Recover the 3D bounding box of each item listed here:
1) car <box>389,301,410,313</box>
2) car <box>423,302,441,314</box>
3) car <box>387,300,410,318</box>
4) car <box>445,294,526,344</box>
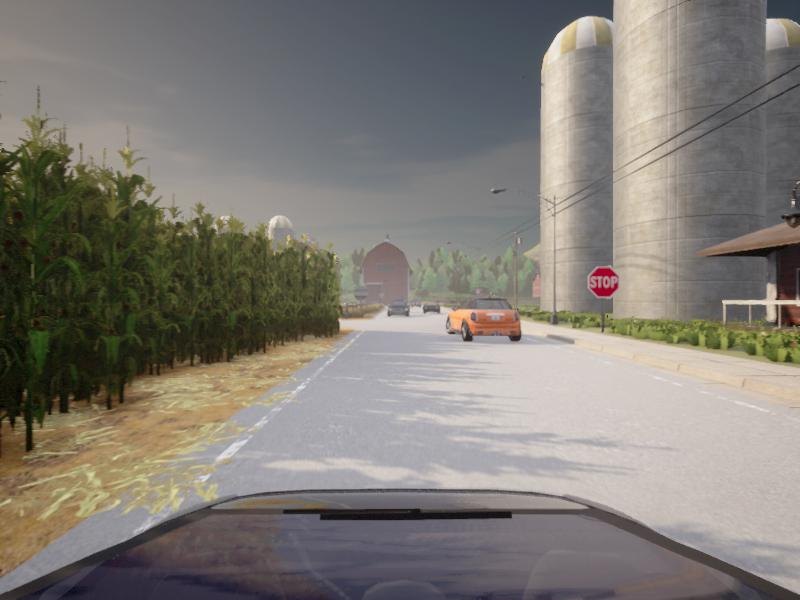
[{"bbox_3d":[-0.021,0.831,48.113,1.994,1.385,4.181,0,0,6],"label":"car"},{"bbox_3d":[3.615,0.875,45.144,1.895,1.301,4.718,0,0,6],"label":"car"},{"bbox_3d":[-0.157,0.763,37.240,2.038,1.542,4.974,0,1,0],"label":"car"},{"bbox_3d":[3.314,0.671,16.573,2.097,1.767,4.553,0,0,-4],"label":"car"}]
